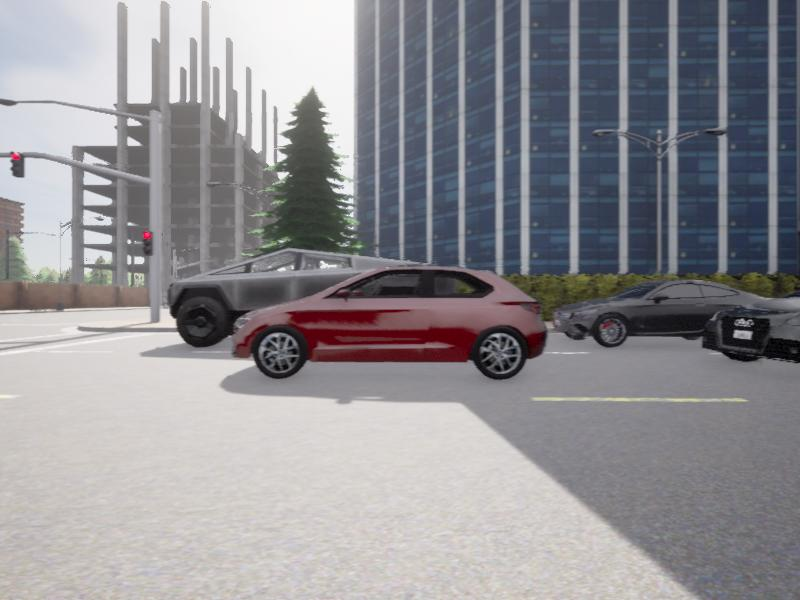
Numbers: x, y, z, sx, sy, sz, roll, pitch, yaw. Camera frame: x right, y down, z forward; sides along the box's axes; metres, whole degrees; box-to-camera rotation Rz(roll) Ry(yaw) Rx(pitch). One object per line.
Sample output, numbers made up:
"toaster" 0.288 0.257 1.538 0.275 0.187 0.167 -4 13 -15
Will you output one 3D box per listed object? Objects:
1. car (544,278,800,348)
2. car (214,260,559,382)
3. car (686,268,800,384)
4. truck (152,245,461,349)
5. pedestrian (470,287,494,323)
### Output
"car" 5.964 0.270 9.155 4.674 1.442 1.812 0 0 1
"car" -0.164 0.254 5.767 4.193 1.474 1.816 0 0 1
"car" 6.835 0.309 5.647 4.181 1.385 1.994 0 0 0
"truck" -1.895 -0.059 9.301 6.274 2.098 2.390 0 0 1
"pedestrian" 3.015 0.164 14.818 0.751 1.300 0.751 0 0 1
